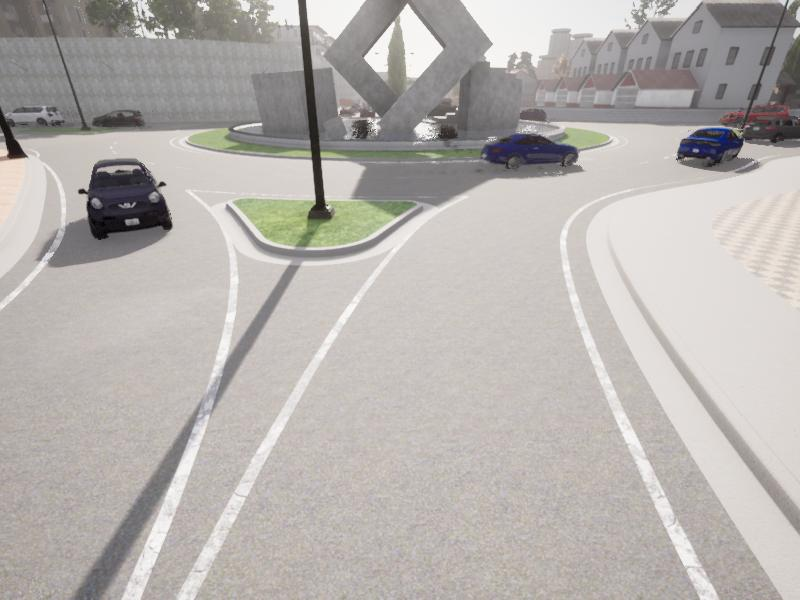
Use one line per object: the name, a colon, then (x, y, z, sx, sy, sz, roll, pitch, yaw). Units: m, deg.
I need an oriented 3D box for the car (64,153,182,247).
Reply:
car: (-7.070, -2.764, 10.351, 1.845, 1.501, 3.633, -16, 31, -28)

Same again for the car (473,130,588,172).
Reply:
car: (6.004, -6.959, 18.569, 4.674, 1.442, 1.812, -8, 28, -14)

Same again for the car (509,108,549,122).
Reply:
car: (16.045, -23.086, 49.904, 4.193, 1.474, 1.816, 24, 35, 38)

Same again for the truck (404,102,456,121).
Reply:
truck: (3.926, -24.642, 52.286, 6.274, 2.098, 2.390, 8, 28, 16)

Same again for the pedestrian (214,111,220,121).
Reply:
pedestrian: (-22.773, -22.996, 49.878, 0.500, 1.100, 0.500, -10, 29, -19)

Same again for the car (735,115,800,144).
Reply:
car: (26.864, -12.057, 28.185, 4.611, 1.667, 2.242, -6, 28, -11)

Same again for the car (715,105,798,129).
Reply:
car: (35.709, -18.510, 40.310, 5.566, 2.045, 2.150, 4, 28, 7)

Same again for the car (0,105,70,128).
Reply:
car: (-39.118, -19.532, 42.538, 5.566, 2.045, 2.150, -1, 27, -3)

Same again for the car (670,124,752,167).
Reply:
car: (16.012, -8.036, 20.533, 5.008, 1.535, 1.882, -22, 35, -36)

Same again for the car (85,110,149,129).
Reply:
car: (-28.707, -18.448, 40.804, 4.611, 1.667, 2.242, -6, 28, -11)

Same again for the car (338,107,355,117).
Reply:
car: (-8.426, -29.840, 63.327, 1.895, 1.301, 4.718, 1, 27, 3)

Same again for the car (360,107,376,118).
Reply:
car: (-4.729, -27.876, 59.413, 1.994, 1.385, 4.181, 0, 27, 1)

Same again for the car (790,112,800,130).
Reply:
car: (39.894, -16.552, 37.042, 4.974, 1.542, 2.038, 2, 27, 4)
